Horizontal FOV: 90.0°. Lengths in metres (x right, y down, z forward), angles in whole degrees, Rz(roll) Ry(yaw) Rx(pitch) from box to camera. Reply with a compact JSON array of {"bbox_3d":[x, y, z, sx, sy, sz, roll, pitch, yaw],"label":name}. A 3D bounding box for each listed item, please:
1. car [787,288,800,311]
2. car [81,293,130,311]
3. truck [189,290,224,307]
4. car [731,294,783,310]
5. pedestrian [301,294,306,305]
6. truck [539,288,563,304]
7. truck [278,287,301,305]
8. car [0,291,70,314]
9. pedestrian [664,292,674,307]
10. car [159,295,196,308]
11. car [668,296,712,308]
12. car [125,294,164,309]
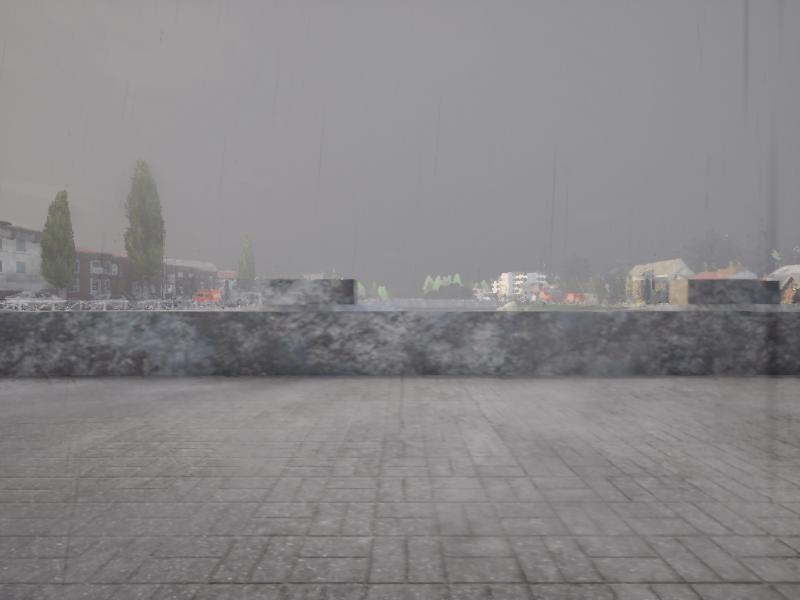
[{"bbox_3d":[37.115,-0.033,34.461,2.150,2.045,5.566,0,0,0],"label":"car"},{"bbox_3d":[-28.545,0.191,38.929,1.851,1.617,3.988,0,0,0],"label":"car"},{"bbox_3d":[-28.552,-0.270,59.181,2.627,2.467,5.204,0,2,0],"label":"truck"},{"bbox_3d":[37.113,0.186,41.691,1.851,1.617,3.988,0,0,0],"label":"car"},{"bbox_3d":[-16.283,-0.064,67.623,0.751,1.860,0.751,0,0,-3],"label":"pedestrian"},{"bbox_3d":[37.096,-0.927,98.529,2.891,3.827,8.468,0,0,0],"label":"truck"},{"bbox_3d":[-24.565,-0.923,89.622,2.891,3.827,8.468,0,0,0],"label":"truck"},{"bbox_3d":[-28.531,0.183,30.720,2.152,1.651,5.027,0,0,0],"label":"car"},{"bbox_3d":[32.806,-0.069,48.818,0.751,1.860,0.751,0,0,-21],"label":"pedestrian"},{"bbox_3d":[-28.548,0.173,51.513,1.930,1.638,5.238,0,0,0],"label":"car"},{"bbox_3d":[37.112,0.223,51.423,2.038,1.542,4.974,0,0,0],"label":"car"},{"bbox_3d":[-28.547,0.190,44.868,1.851,1.617,3.988,0,0,0],"label":"car"}]
